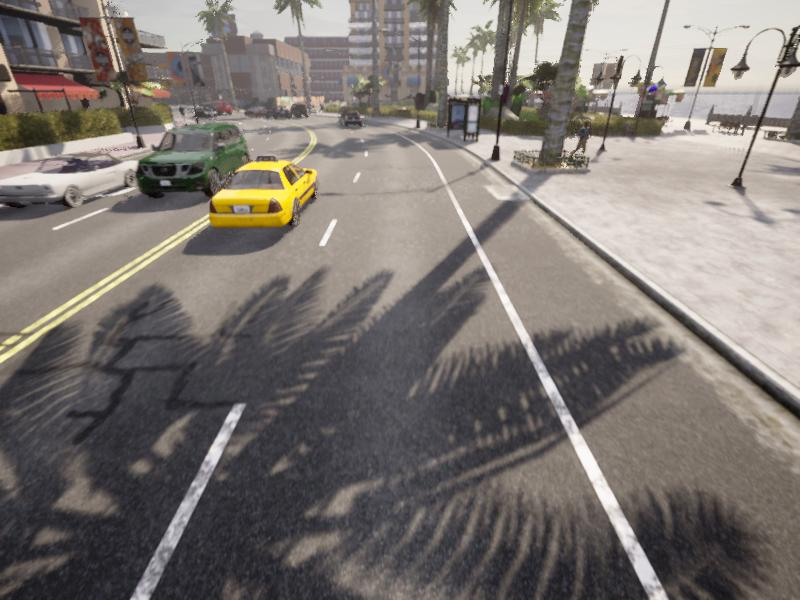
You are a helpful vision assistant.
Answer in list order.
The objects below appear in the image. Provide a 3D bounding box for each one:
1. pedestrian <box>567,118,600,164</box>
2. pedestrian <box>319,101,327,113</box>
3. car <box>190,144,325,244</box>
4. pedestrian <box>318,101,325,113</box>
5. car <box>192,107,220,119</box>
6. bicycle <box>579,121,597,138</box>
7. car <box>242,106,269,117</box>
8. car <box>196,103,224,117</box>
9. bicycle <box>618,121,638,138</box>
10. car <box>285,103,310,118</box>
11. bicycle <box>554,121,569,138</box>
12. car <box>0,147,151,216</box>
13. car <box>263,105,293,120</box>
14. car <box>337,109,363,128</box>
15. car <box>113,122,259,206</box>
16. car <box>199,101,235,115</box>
[{"bbox_3d":[8.362,-7.271,18.305,0.751,1.860,0.751,-4,27,-7],"label":"pedestrian"},{"bbox_3d":[-13.127,-32.921,68.213,0.751,1.860,0.751,20,33,33],"label":"pedestrian"},{"bbox_3d":[-3.514,-3.210,11.140,1.801,1.575,5.366,0,27,0],"label":"car"},{"bbox_3d":[-13.597,-33.312,68.975,0.751,1.860,0.751,15,31,27],"label":"pedestrian"},{"bbox_3d":[-27.801,-26.853,57.363,3.806,1.475,1.970,23,35,37],"label":"car"},{"bbox_3d":[14.109,-12.811,30.046,0.373,1.024,1.643,0,27,-1],"label":"bicycle"},{"bbox_3d":[-22.083,-28.790,61.111,4.181,1.385,1.994,23,35,37],"label":"car"},{"bbox_3d":[-29.750,-29.801,62.576,3.866,1.878,1.905,18,32,32],"label":"car"},{"bbox_3d":[17.126,-12.831,30.076,0.373,1.024,1.643,0,27,-1],"label":"bicycle"},{"bbox_3d":[-14.858,-27.442,57.927,1.905,1.878,3.866,-19,33,-32],"label":"car"},{"bbox_3d":[12.097,-12.798,30.026,0.373,1.024,1.643,0,27,-1],"label":"bicycle"},{"bbox_3d":[-10.552,-4.021,13.050,1.895,1.301,4.718,0,27,0],"label":"car"},{"bbox_3d":[-16.909,-25.954,55.276,2.242,1.667,4.611,-18,32,-31],"label":"car"},{"bbox_3d":[-5.281,-19.150,42.093,1.851,1.617,3.988,-8,28,-16],"label":"car"},{"bbox_3d":[-7.067,-5.053,14.223,2.150,2.045,5.566,-1,27,-1],"label":"car"},{"bbox_3d":[-30.538,-31.996,66.659,5.566,2.045,2.150,14,31,26],"label":"car"}]
